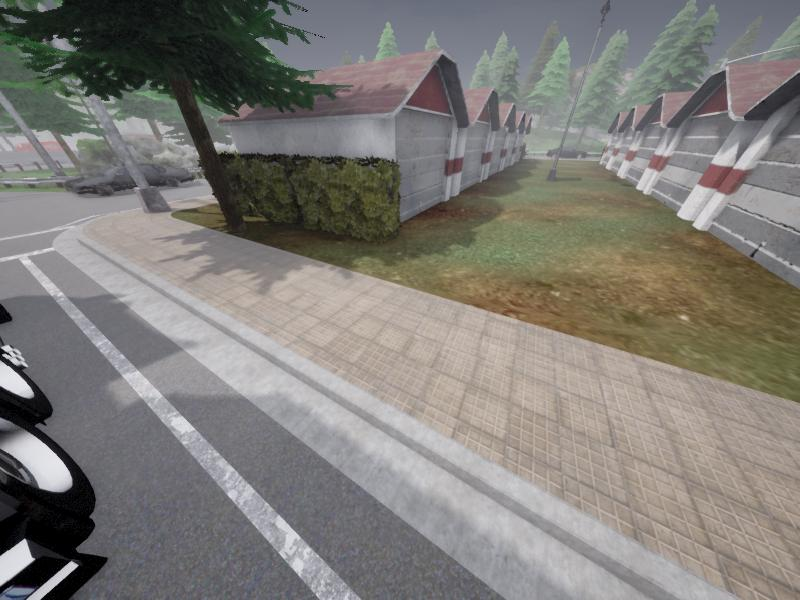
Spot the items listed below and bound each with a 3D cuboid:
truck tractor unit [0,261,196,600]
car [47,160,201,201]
[{"bbox_3d":[-5.107,-0.305,0.785,6.516,4.208,3.053,19,39,24],"label":"truck tractor unit"},{"bbox_3d":[-15.470,-7.129,13.459,2.033,1.411,5.357,17,38,23],"label":"car"}]
